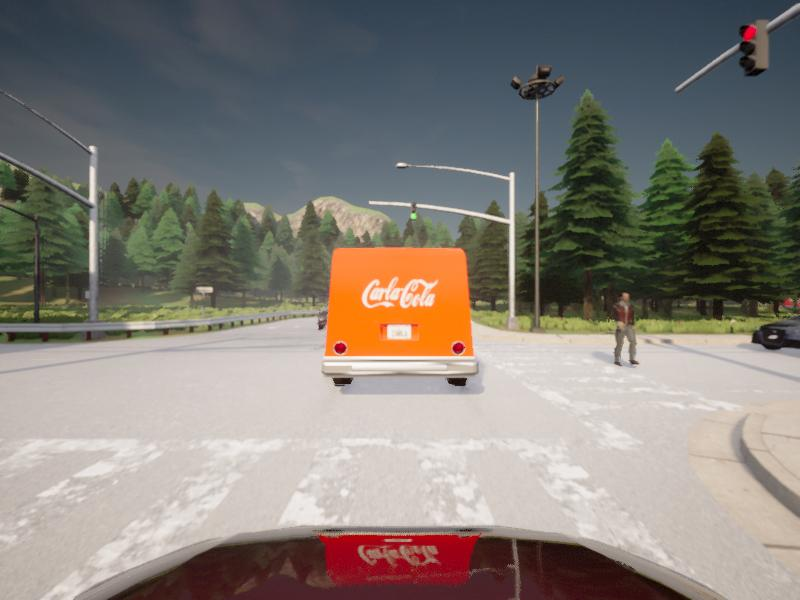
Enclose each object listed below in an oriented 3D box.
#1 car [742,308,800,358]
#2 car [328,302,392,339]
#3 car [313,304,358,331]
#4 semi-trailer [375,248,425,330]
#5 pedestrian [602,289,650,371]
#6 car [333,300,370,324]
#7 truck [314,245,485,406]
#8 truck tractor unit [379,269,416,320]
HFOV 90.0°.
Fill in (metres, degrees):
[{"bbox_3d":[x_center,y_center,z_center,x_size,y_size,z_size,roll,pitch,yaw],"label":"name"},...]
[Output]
[{"bbox_3d":[13.448,0.954,12.265,4.181,1.385,1.994,0,0,1],"label":"car"},{"bbox_3d":[-1.748,0.871,19.229,2.128,1.511,4.902,0,0,5],"label":"car"},{"bbox_3d":[-3.616,0.932,23.383,2.033,1.411,5.357,0,0,-3],"label":"car"},{"bbox_3d":[-0.107,-0.572,28.727,2.717,4.402,14.254,0,0,-1],"label":"semi-trailer"},{"bbox_3d":[5.351,0.677,9.509,0.751,1.860,0.751,0,0,4],"label":"pedestrian"},{"bbox_3d":[-3.552,0.804,30.189,2.242,1.667,4.611,0,0,0],"label":"car"},{"bbox_3d":[-0.014,0.385,8.726,2.627,2.467,5.204,0,0,0],"label":"truck"},{"bbox_3d":[-0.102,-0.461,36.637,3.053,4.208,6.516,0,0,3],"label":"truck tractor unit"}]
